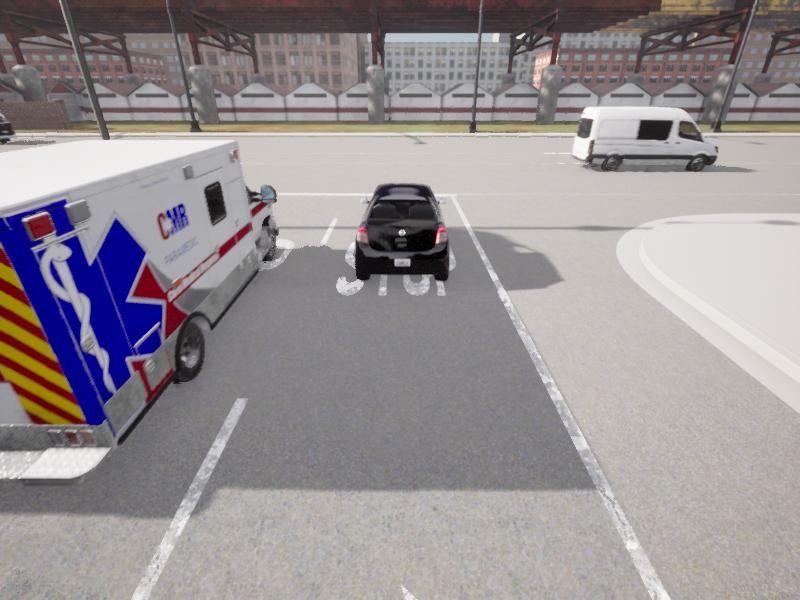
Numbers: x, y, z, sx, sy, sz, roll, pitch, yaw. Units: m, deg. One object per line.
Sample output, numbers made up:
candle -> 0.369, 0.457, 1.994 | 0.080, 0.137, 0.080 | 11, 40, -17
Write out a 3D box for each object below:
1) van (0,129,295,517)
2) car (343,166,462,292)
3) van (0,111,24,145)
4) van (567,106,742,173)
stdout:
van -> -3.496, -0.787, 5.498 | 2.351, 2.431, 6.366 | 0, 27, 0
car -> 0.066, -1.649, 8.159 | 1.845, 1.501, 3.633 | 0, 27, 1
van -> -29.129, -11.701, 27.187 | 4.480, 2.038, 2.069 | -1, 26, -2
van -> 10.989, -7.163, 17.794 | 5.915, 2.561, 1.988 | 1, 27, 1
